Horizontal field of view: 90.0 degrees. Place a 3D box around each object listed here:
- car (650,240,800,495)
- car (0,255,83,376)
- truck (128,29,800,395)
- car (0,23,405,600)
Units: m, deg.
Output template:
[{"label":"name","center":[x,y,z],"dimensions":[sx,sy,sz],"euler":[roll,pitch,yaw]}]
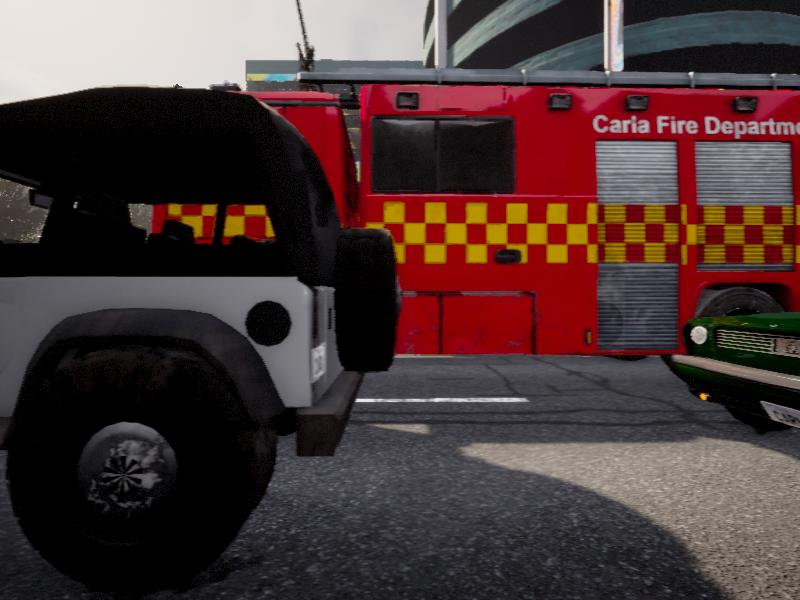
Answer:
[{"label":"car","center":[4.389,0.343,2.352],"dimensions":[4.718,1.301,1.895],"euler":[0,0,-3]},{"label":"car","center":[-7.909,0.204,5.684],"dimensions":[5.366,1.575,1.801],"euler":[0,0,0]},{"label":"truck","center":[1.355,-0.921,5.732],"dimensions":[8.468,3.827,2.891],"euler":[0,0,-2]},{"label":"car","center":[-1.926,0.047,2.234],"dimensions":[3.866,1.878,1.905],"euler":[0,0,-1]}]
